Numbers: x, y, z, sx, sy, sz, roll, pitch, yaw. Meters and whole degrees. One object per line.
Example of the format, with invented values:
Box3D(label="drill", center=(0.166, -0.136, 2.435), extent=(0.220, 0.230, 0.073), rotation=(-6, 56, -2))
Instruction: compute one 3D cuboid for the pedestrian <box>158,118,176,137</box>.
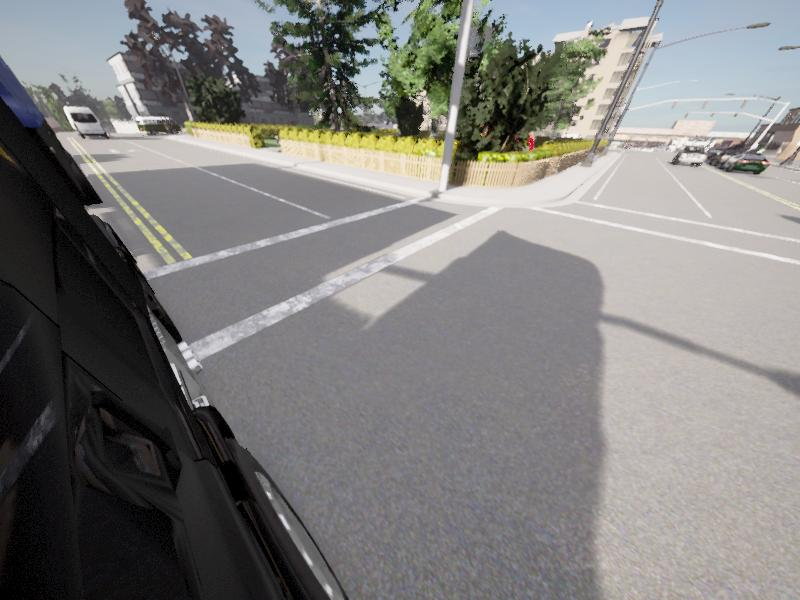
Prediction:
Box3D(label="pedestrian", center=(-29.930, -22.171, 29.736), extent=(0.751, 1.860, 0.751), rotation=(20, 40, 21))

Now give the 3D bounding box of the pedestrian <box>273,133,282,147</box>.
Box3D(label="pedestrian", center=(-11.682, -15.243, 22.043), extent=(0.500, 1.100, 0.500), rotation=(-8, 38, -14))

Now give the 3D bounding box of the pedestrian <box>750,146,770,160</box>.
Box3D(label="pedestrian", center=(59.912, -24.405, 38.436), extent=(0.751, 1.860, 0.751), rotation=(27, 43, 29))

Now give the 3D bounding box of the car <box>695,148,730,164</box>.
Box3D(label="car", center=(41.778, -19.385, 30.982), extent=(1.812, 1.442, 4.674), rotation=(28, 44, 30))

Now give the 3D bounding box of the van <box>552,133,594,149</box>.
Box3D(label="van", center=(35.826, -33.093, 48.077), extent=(6.366, 2.431, 2.351), rotation=(29, 44, 30))

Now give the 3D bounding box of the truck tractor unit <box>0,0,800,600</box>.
Box3D(label="truck tractor unit", center=(-2.645, -0.295, 0.351), extent=(6.516, 4.208, 3.053), rotation=(28, 44, 30))

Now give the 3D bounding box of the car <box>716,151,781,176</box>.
Box3D(label="car", center=(31.797, -12.659, 21.295), extent=(2.038, 1.542, 4.974), rotation=(28, 44, 30))

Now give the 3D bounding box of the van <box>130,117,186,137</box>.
Box3D(label="van", center=(-32.946, -23.824, 31.701), extent=(2.069, 2.038, 4.480), rotation=(20, 42, 22))

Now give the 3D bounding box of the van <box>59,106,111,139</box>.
Box3D(label="van", center=(-33.267, -18.719, 24.392), extent=(5.915, 2.561, 1.988), rotation=(28, 44, 30))

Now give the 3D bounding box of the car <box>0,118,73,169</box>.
Box3D(label="car", center=(-18.857, -7.967, 11.580), extent=(4.553, 1.767, 2.097), rotation=(28, 44, 30))

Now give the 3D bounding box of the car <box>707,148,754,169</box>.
Box3D(label="car", center=(36.003, -15.538, 25.343), extent=(1.851, 1.617, 3.988), rotation=(28, 44, 30))

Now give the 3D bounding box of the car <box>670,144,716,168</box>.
Box3D(label="car", center=(30.465, -15.132, 24.227), extent=(1.932, 1.855, 4.605), rotation=(28, 43, 30))

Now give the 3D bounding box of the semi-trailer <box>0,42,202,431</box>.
Box3D(label="semi-trailer", center=(-8.704, -3.605, 4.216), extent=(14.254, 4.402, 2.717), rotation=(28, 44, 30))
